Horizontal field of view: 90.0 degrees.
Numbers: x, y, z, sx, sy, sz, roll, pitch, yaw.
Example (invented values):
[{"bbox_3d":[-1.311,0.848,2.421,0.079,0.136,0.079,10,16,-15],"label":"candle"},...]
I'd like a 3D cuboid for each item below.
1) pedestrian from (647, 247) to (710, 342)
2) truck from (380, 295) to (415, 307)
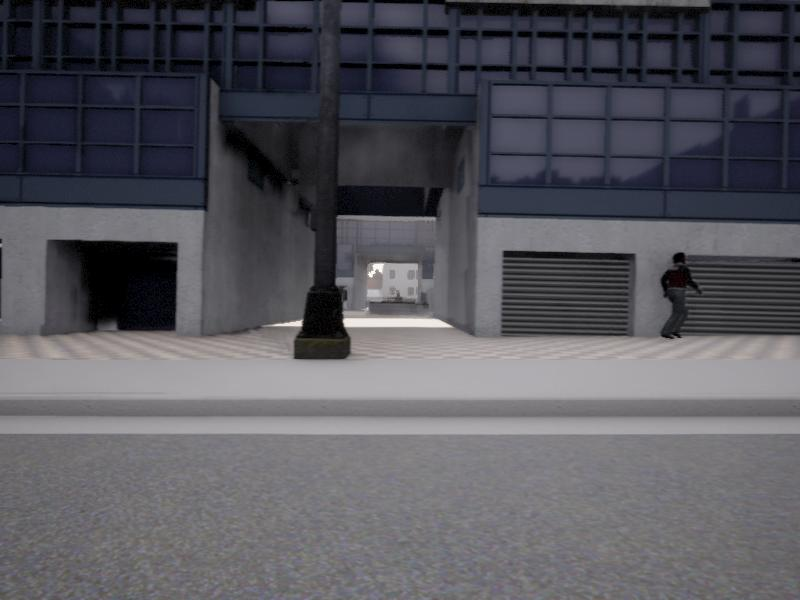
[{"bbox_3d":[5.768,-0.112,8.318,0.751,1.860,0.751,1,0,1],"label":"pedestrian"},{"bbox_3d":[-0.423,0.236,74.489,6.274,2.098,2.390,1,0,6],"label":"truck"}]
